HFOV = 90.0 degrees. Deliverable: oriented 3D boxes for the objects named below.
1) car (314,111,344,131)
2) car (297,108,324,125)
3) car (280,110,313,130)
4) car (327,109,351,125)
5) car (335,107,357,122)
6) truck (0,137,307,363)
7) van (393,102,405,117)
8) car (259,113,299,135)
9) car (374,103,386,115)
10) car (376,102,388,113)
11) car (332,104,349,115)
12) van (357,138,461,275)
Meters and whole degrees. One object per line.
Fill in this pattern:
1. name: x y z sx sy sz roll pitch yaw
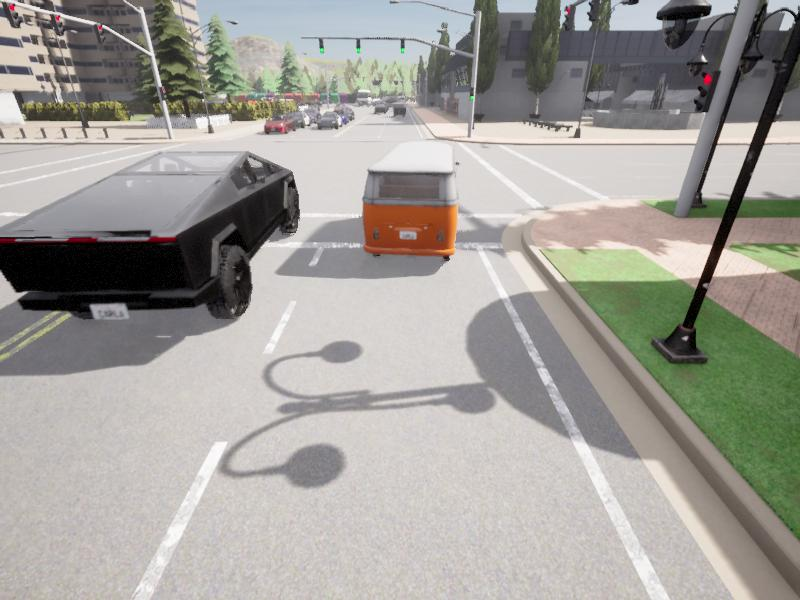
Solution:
1. car: -6.973 -17.950 39.930 2.038 1.542 4.974 0 27 0
2. car: -10.467 -21.656 47.046 2.033 1.649 4.856 0 27 0
3. car: -10.472 -18.437 40.879 2.038 1.542 4.974 0 27 0
4. car: -6.968 -21.136 46.143 2.007 1.525 4.514 0 27 0
5. car: -6.965 -24.038 51.815 2.128 1.511 4.902 0 27 0
6. truck: -3.589 -1.582 7.410 2.390 2.098 6.274 -1 27 -2
7. van: -0.088 -29.362 61.670 1.775 1.987 4.442 0 27 0
8. car: -10.539 -15.588 35.332 2.007 1.525 4.514 1 27 2
9. car: -3.452 -33.830 70.755 1.930 1.638 5.238 0 27 0
10. car: -3.448 -37.577 78.051 2.033 1.649 4.856 0 27 0
11. car: -10.452 -33.676 70.569 2.242 1.667 4.611 0 27 0
12. van: 0.423 -2.420 9.168 1.775 1.987 4.442 3 27 6
